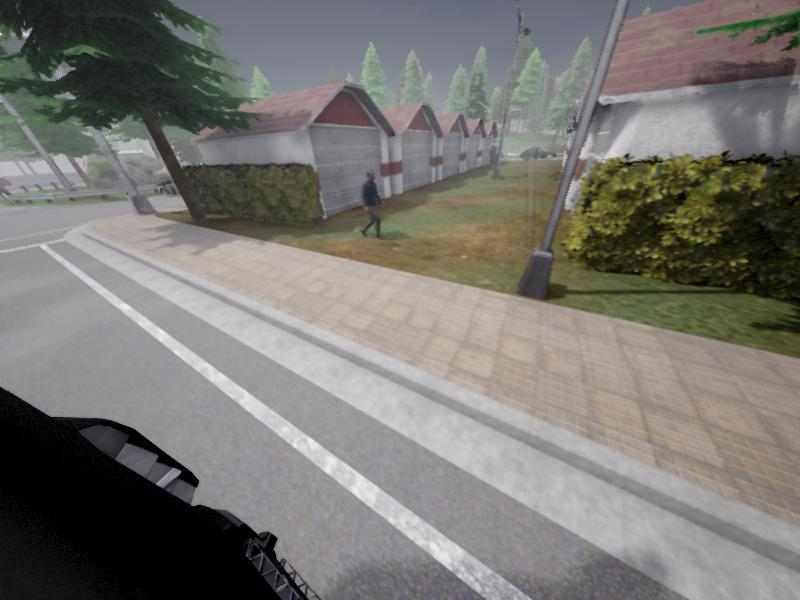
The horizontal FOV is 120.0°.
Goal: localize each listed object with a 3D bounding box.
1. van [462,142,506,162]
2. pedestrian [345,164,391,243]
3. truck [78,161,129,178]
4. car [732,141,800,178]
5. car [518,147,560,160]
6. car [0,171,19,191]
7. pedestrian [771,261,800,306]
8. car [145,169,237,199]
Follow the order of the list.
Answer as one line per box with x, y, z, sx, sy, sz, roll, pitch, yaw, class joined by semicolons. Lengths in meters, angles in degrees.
13.744;-24.369;38.041;6.366;2.431;2.351;8;35;16;van
-0.806;-2.615;6.317;0.751;1.860;0.751;12;36;22;pedestrian
-57.660;-25.456;45.055;2.627;2.467;5.204;16;38;26;truck
24.504;-8.927;14.561;2.152;1.651;5.027;16;38;26;car
20.925;-22.131;34.914;5.008;1.535;1.882;16;38;26;car
-50.093;-13.571;26.845;2.150;2.045;5.566;16;38;26;car
6.168;-0.674;2.801;0.751;1.860;0.751;8;35;16;pedestrian
-16.471;-9.476;18.576;2.128;1.511;4.902;16;38;26;car
